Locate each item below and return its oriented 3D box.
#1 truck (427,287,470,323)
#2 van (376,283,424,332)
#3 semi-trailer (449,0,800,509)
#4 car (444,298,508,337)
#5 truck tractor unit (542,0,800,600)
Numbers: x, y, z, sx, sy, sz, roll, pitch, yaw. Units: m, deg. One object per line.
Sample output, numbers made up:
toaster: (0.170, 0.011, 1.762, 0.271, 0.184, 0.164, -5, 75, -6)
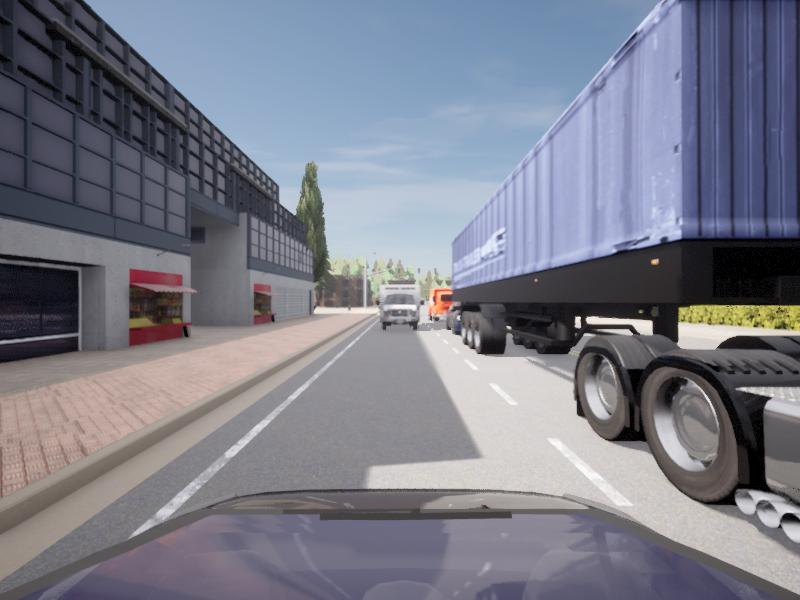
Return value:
truck: (3.504, 0.358, 30.067, 2.627, 2.467, 5.204, 0, 0, 0)
van: (-0.002, 0.380, 23.085, 2.351, 2.431, 6.366, 0, 0, 0)
semi-trailer: (3.492, -0.618, 10.193, 2.717, 4.402, 14.254, 0, 0, 0)
car: (3.500, 0.766, 19.472, 2.242, 1.667, 4.611, 0, 0, 0)
truck tractor unit: (3.498, -0.499, 2.274, 3.053, 4.208, 6.516, 0, 0, 0)
